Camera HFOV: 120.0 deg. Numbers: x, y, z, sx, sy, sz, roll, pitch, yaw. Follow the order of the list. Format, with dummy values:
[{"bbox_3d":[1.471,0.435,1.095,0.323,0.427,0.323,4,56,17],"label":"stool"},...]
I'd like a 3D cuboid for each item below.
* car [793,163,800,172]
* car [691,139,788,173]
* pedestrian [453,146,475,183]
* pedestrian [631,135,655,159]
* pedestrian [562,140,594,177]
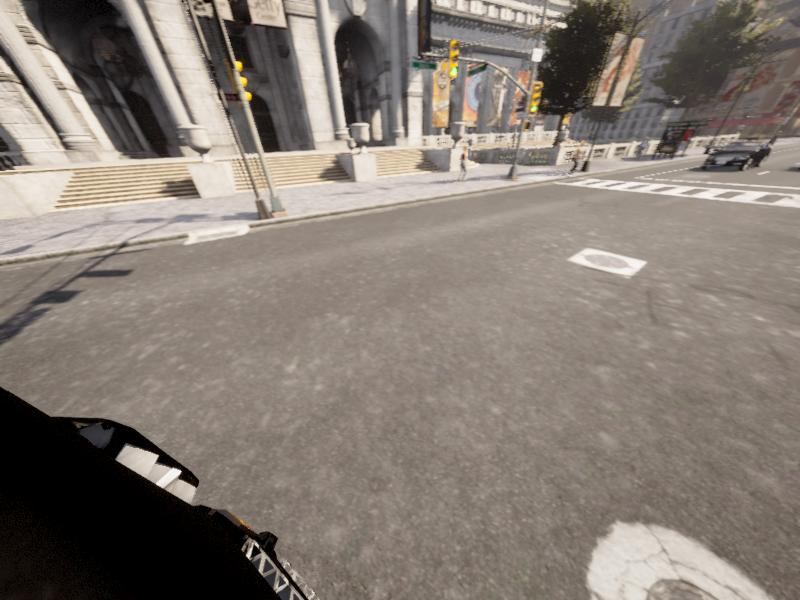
[{"bbox_3d":[24.974,-8.120,12.961,4.181,1.385,1.994,-18,36,-22],"label":"car"},{"bbox_3d":[21.936,-9.375,14.965,4.902,1.511,2.128,-18,36,-21],"label":"car"},{"bbox_3d":[3.834,-8.185,13.980,0.751,1.860,0.751,-19,37,-23],"label":"pedestrian"},{"bbox_3d":[22.863,-14.371,21.779,0.751,1.860,0.751,-18,37,-22],"label":"pedestrian"},{"bbox_3d":[10.920,-8.733,14.258,0.751,1.860,0.751,-16,36,-19],"label":"pedestrian"}]
